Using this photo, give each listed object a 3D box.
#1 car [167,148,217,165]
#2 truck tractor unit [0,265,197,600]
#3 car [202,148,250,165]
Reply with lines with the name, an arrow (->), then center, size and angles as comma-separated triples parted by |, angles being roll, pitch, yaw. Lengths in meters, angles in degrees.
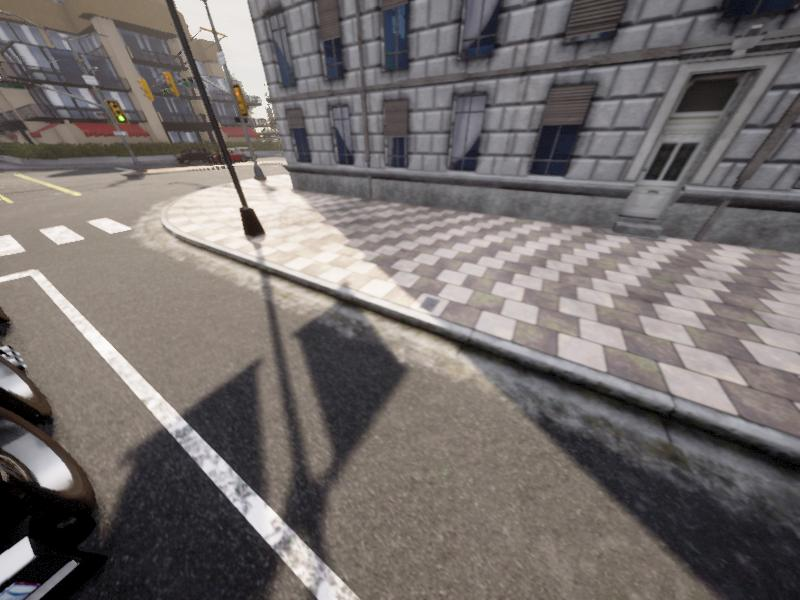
car -> -24.487, -17.066, 27.384 | 1.789, 1.549, 3.705 | 18, 39, 25
truck tractor unit -> -5.113, -0.299, 0.780 | 6.516, 4.208, 3.053 | 18, 39, 24
car -> -20.490, -17.001, 27.321 | 1.970, 1.475, 3.806 | 18, 39, 25
